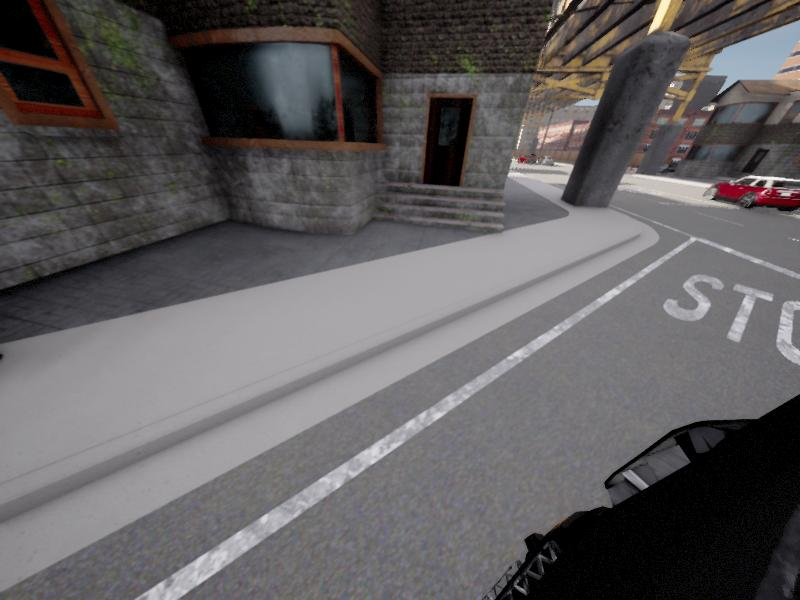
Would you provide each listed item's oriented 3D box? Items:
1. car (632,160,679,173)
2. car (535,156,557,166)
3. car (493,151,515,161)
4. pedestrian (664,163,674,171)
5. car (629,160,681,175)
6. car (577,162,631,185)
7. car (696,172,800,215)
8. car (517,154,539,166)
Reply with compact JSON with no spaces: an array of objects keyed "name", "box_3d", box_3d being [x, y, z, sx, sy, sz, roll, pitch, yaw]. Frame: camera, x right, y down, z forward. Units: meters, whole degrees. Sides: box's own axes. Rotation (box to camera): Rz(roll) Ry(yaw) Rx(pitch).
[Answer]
[{"name":"car","box_3d":[38.044,-20.017,34.559,4.536,1.218,1.853,28,41,33]},{"name":"car","box_3d":[27.437,-26.205,43.475,1.970,1.475,3.806,7,34,6]},{"name":"car","box_3d":[25.505,-35.382,56.684,1.932,1.855,4.605,-12,36,-20]},{"name":"pedestrian","box_3d":[46.710,-23.098,40.145,0.500,1.100,0.500,9,34,9]},{"name":"car","box_3d":[37.999,-19.906,34.674,4.974,1.542,2.038,28,41,33]},{"name":"car","box_3d":[18.622,-11.791,21.376,1.816,1.474,4.193,9,34,9]},{"name":"car","box_3d":[19.659,-6.063,12.895,1.970,1.475,3.806,12,35,14]},{"name":"car","box_3d":[23.771,-26.163,43.113,1.882,1.535,5.008,6,34,5]}]
